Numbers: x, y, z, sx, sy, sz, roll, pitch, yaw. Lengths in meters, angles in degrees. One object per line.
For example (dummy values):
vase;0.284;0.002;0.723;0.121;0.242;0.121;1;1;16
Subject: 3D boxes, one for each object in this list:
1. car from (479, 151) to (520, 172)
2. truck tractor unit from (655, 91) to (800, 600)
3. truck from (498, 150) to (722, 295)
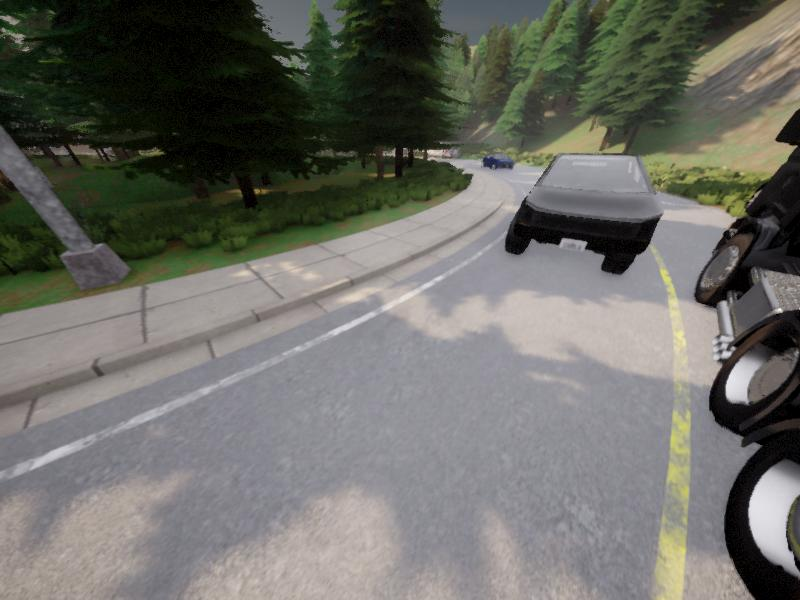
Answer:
car;9.936;-14.135;23.503;1.882;1.535;5.008;-1;34;-2
truck tractor unit;4.792;-0.533;1.131;3.053;4.208;6.516;29;44;36
truck;4.913;-2.819;6.381;2.390;2.098;6.274;19;39;26
